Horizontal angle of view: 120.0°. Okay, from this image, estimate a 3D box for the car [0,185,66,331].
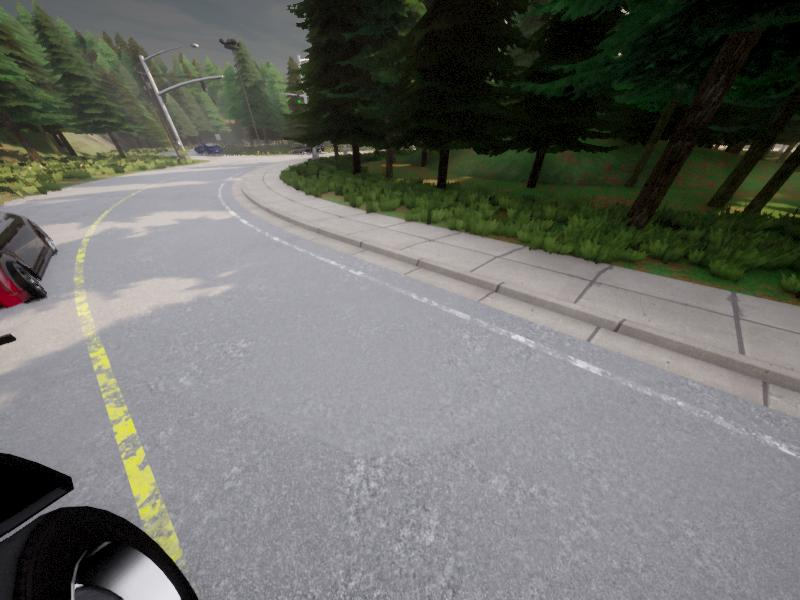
[{"bbox_3d":[-7.601,-0.696,3.663,4.181,1.385,1.994,29,44,34],"label":"car"}]

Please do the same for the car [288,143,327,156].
[{"bbox_3d":[-13.939,-22.993,35.138,2.128,1.511,4.902,24,42,30],"label":"car"}]

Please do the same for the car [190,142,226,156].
[{"bbox_3d":[-28.224,-22.218,33.962,5.008,1.535,1.882,20,40,26],"label":"car"}]
